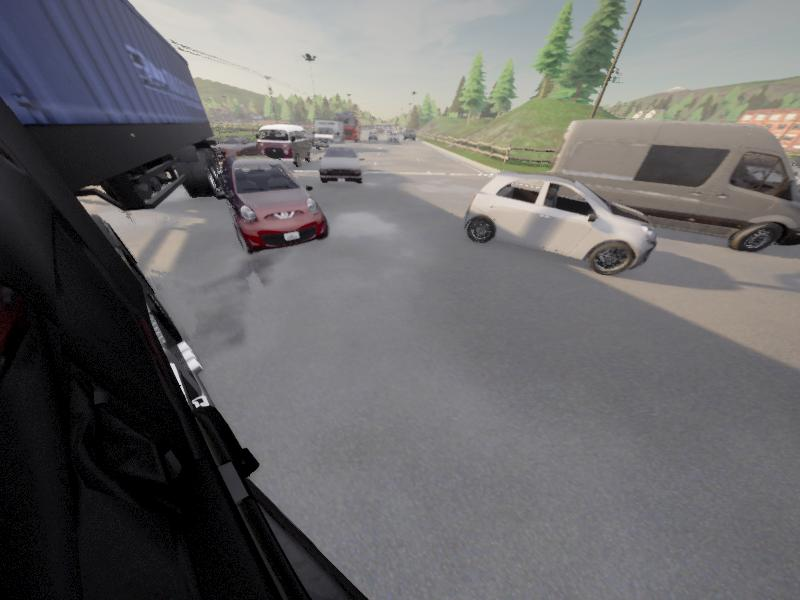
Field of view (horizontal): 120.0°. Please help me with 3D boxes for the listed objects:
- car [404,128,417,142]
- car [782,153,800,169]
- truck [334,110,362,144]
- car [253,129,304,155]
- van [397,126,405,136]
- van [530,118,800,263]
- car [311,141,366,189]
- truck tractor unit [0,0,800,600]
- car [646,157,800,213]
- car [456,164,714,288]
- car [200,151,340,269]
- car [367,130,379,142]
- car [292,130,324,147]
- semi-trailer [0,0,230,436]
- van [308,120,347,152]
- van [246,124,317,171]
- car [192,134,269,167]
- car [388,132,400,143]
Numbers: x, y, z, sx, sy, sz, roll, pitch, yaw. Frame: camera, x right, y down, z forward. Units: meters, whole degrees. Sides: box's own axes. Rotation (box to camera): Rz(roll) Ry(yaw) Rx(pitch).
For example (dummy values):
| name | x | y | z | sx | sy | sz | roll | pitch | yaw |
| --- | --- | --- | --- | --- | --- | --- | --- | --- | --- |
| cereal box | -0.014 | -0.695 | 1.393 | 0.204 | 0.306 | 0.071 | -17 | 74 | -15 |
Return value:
| name | x | y | z | sx | sy | sz | roll | pitch | yaw |
| --- | --- | --- | --- | --- | --- | --- | --- | --- | --- |
| car | 1.985 | -33.818 | 47.296 | 2.150 | 2.045 | 5.566 | 0 | 37 | -3 |
| car | 49.391 | -16.217 | 27.242 | 2.033 | 1.411 | 5.357 | 17 | 39 | 18 |
| truck | -7.992 | -27.401 | 36.607 | 2.891 | 3.827 | 8.468 | 0 | 37 | -3 |
| car | -10.718 | -14.427 | 20.929 | 2.152 | 1.651 | 5.027 | 0 | 37 | -3 |
| van | 0.359 | -58.534 | 79.924 | 2.351 | 2.431 | 6.366 | 0 | 37 | -3 |
| van | 7.338 | -3.281 | 6.377 | 5.915 | 2.561 | 1.988 | 19 | 40 | 20 |
| car | -2.852 | -6.945 | 11.601 | 2.033 | 1.411 | 5.357 | -4 | 37 | -8 |
| truck tractor unit | -2.645 | -0.295 | 0.352 | 6.516 | 4.208 | 3.053 | 28 | 44 | 30 |
| car | 13.762 | -4.701 | 9.423 | 5.238 | 1.638 | 1.930 | -3 | 38 | -7 |
| car | 3.428 | -1.901 | 5.132 | 3.633 | 1.501 | 1.845 | 23 | 41 | 25 |
| car | -3.111 | -2.393 | 5.384 | 1.845 | 1.501 | 3.633 | -22 | 43 | -29 |
| car | -4.710 | -29.084 | 40.980 | 1.845 | 1.501 | 3.633 | 0 | 37 | -3 |
| car | -11.081 | -19.804 | 28.215 | 2.163 | 1.488 | 4.792 | 0 | 37 | -3 |
| semi-trailer | -6.893 | -4.420 | 5.436 | 2.717 | 4.402 | 14.254 | -16 | 41 | -23 |
| van | -7.393 | -17.387 | 24.422 | 2.351 | 2.431 | 6.366 | 0 | 37 | -3 |
| van | -6.831 | -9.363 | 14.049 | 2.069 | 2.038 | 4.480 | 0 | 37 | -3 |
| car | -10.388 | -9.570 | 14.665 | 1.994 | 1.385 | 4.181 | 0 | 37 | -4 |
| car | -1.163 | -28.227 | 40.098 | 1.970 | 1.475 | 3.806 | 0 | 37 | -3 |
